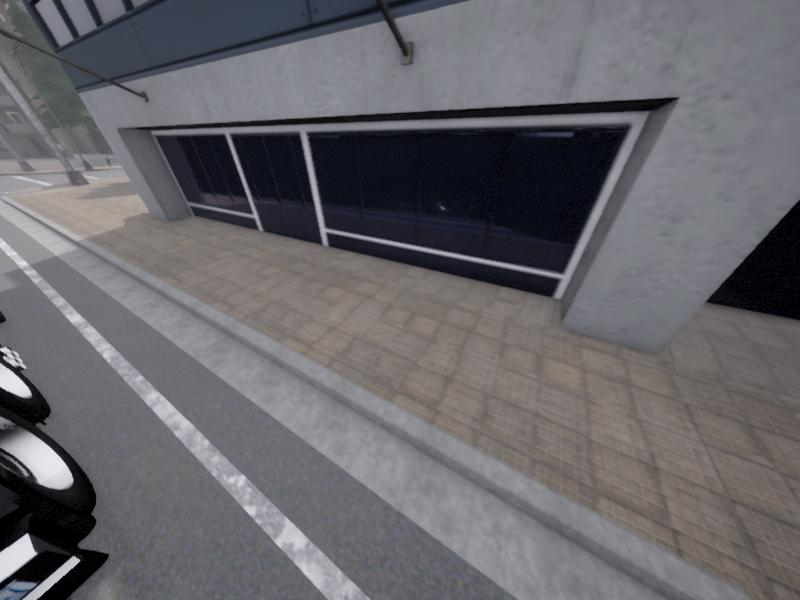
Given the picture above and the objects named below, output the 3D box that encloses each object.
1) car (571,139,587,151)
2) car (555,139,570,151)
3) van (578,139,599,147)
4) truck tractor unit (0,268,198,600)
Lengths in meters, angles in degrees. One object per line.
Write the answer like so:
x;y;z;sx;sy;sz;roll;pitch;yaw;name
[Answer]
36.736;-31.905;47.466;1.905;1.878;3.866;17;38;23;car
33.981;-32.459;48.315;1.932;1.855;4.605;17;38;23;car
59.791;-49.838;73.290;4.480;2.038;2.069;17;39;23;van
-5.125;-0.283;0.782;6.516;4.208;3.053;18;39;24;truck tractor unit
